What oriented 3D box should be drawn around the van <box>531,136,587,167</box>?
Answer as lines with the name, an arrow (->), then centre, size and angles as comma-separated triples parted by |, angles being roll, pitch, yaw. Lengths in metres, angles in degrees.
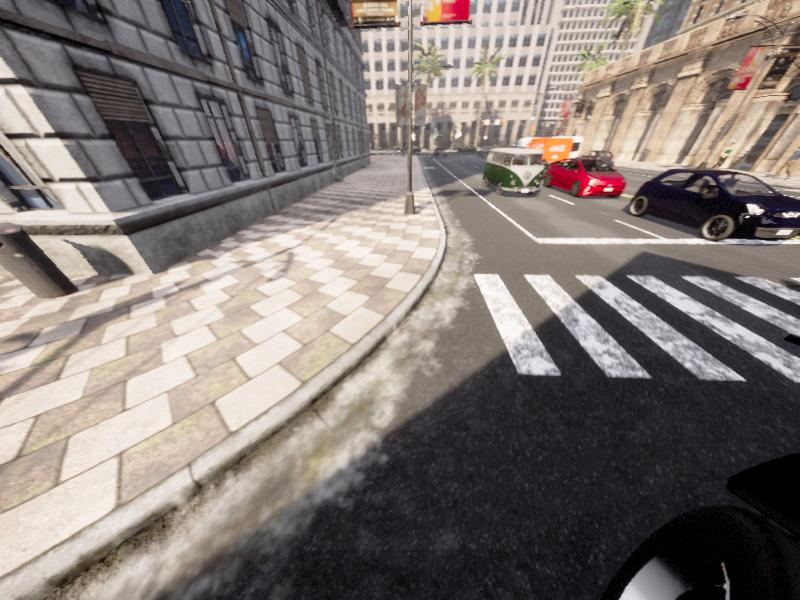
van -> 17.032, -16.252, 25.250 | 1.988, 2.561, 5.915 | 1, 34, 3

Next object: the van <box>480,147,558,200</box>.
van -> 5.821, -6.756, 12.088 | 1.775, 1.987, 4.442 | 1, 35, 2

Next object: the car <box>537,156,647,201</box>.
car -> 9.313, -6.400, 11.890 | 2.007, 1.525, 4.514 | 1, 34, 2

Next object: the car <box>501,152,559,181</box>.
car -> 9.579, -10.227, 17.528 | 1.837, 1.490, 4.892 | 1, 34, 2

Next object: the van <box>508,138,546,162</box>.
van -> 17.434, -20.975, 32.172 | 1.988, 2.561, 5.915 | 1, 34, 3

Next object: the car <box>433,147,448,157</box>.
car -> 7.516, -27.565, 43.073 | 1.812, 1.442, 4.674 | -1, 34, 0

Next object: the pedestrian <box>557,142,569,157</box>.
pedestrian -> 24.775, -22.947, 35.163 | 0.751, 1.860, 0.751 | 2, 34, 5

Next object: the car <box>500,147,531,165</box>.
car -> 13.654, -17.253, 27.635 | 1.851, 1.617, 3.988 | 1, 34, 3

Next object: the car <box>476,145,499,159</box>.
car -> 14.212, -24.269, 37.750 | 2.097, 1.767, 4.553 | 1, 34, 3

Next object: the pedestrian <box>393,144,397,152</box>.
pedestrian -> -1.503, -43.716, 66.327 | 0.751, 1.860, 0.751 | -24, 41, -30

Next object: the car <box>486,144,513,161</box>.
car -> 13.950, -20.896, 32.732 | 1.932, 1.855, 4.605 | 1, 34, 3

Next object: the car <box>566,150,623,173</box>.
car -> 16.737, -12.183, 20.182 | 1.845, 1.501, 3.633 | 1, 34, 3

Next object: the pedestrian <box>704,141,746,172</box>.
pedestrian -> 23.411, -10.335, 16.690 | 0.751, 1.860, 0.751 | 5, 35, 8

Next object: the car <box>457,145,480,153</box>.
car -> 16.495, -36.525, 55.989 | 4.902, 1.511, 2.128 | 1, 34, 3

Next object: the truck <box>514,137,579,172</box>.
truck -> 13.316, -13.685, 21.640 | 2.627, 2.467, 5.204 | 1, 34, 3

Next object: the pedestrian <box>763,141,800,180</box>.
pedestrian -> 22.737, -8.085, 13.404 | 0.751, 1.860, 0.751 | 0, 34, 1

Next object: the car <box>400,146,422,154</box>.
car -> 2.680, -36.835, 56.629 | 5.238, 1.638, 1.930 | 1, 34, 3

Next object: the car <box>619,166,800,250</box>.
car -> 9.072, -2.878, 6.724 | 1.845, 1.501, 3.633 | 1, 34, 2

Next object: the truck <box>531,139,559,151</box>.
truck -> 37.843, -40.540, 60.416 | 5.204, 2.467, 2.627 | 1, 34, 3
